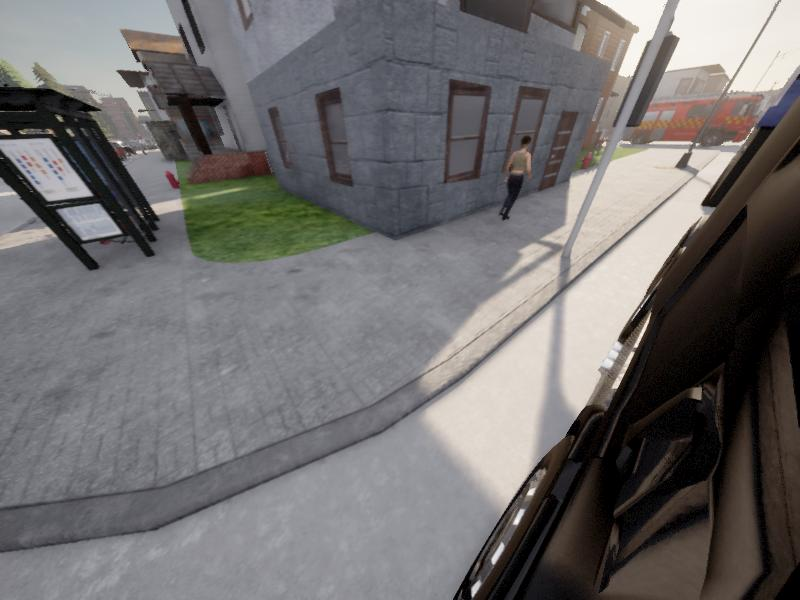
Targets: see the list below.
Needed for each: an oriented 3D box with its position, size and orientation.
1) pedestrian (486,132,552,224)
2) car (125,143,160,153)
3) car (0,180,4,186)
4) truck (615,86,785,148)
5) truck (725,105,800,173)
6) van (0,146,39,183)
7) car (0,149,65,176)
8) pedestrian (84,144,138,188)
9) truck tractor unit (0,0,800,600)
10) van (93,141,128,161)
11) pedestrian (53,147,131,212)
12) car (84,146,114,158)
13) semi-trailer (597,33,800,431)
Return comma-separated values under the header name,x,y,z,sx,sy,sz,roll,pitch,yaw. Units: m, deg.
name,x,y,z,sx,sy,sz,roll,pitch,yaw
pedestrian,2.835,-2.965,5.671,0.751,1.860,0.751,-27,43,-30
car,-60.037,-35.542,53.917,2.128,1.511,4.902,13,39,20
car,-25.332,-6.818,12.633,2.097,1.767,4.553,-27,43,-29
truck,26.792,-16.745,21.613,2.891,3.827,8.468,-22,41,-24
truck,19.579,-8.226,11.597,5.204,2.467,2.627,-27,43,-29
van,-29.357,-9.749,16.596,2.069,2.038,4.480,-27,43,-30
car,-33.703,-12.678,21.090,2.242,1.667,4.611,-27,43,-29
pedestrian,-14.808,-6.898,11.920,0.751,1.860,0.751,-15,38,-17
truck tractor unit,2.645,-0.295,0.351,6.516,4.208,3.053,-28,44,-30
van,-38.190,-19.750,30.615,1.775,1.987,4.442,-27,43,-30
pedestrian,-10.548,-4.153,7.974,0.751,1.860,0.751,24,44,31
car,-52.972,-26.073,40.726,2.163,1.488,4.792,-27,43,-29
semi-trailer,8.760,-3.535,4.207,14.254,4.402,2.717,-27,43,-29
